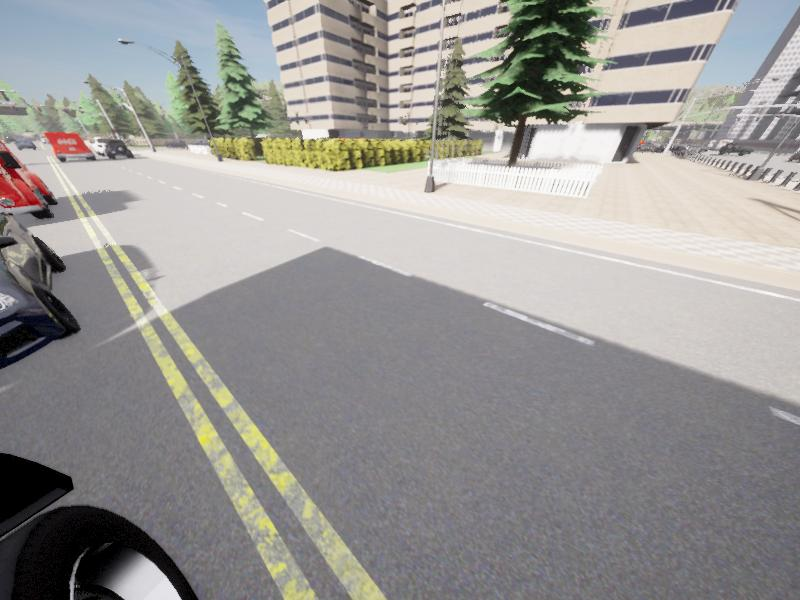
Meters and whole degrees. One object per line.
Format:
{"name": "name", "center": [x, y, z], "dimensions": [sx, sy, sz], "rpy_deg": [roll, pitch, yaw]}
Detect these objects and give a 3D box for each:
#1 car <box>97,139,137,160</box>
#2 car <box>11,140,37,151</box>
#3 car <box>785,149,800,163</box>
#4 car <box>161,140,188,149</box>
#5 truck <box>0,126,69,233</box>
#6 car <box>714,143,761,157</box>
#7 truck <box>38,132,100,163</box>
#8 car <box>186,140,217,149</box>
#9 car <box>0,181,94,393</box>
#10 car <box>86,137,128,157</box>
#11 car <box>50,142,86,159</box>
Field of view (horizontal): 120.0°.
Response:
{"name": "car", "center": [-32.911, -17.542, 26.858], "dimensions": [3.866, 1.878, 1.905], "rpy_deg": [24, 42, 30]}
{"name": "car", "center": [-64.601, -26.630, 39.762], "dimensions": [4.193, 1.474, 1.816], "rpy_deg": [24, 42, 30]}
{"name": "car", "center": [51.780, -18.079, 29.063], "dimensions": [1.812, 1.442, 4.674], "rpy_deg": [24, 42, 30]}
{"name": "car", "center": [-49.057, -34.015, 50.401], "dimensions": [1.845, 1.501, 3.633], "rpy_deg": [24, 42, 30]}
{"name": "truck", "center": [-13.285, -3.797, 7.022], "dimensions": [5.204, 2.467, 2.627], "rpy_deg": [24, 42, 30]}
{"name": "car", "center": [58.355, -26.061, 40.046], "dimensions": [3.866, 1.878, 1.905], "rpy_deg": [24, 41, 29]}
{"name": "truck", "center": [-34.325, -15.874, 23.963], "dimensions": [5.204, 2.467, 2.627], "rpy_deg": [24, 41, 30]}
{"name": "car", "center": [-43.917, -34.490, 51.169], "dimensions": [2.242, 1.667, 4.611], "rpy_deg": [24, 42, 30]}
{"name": "car", "center": [-6.352, -0.320, 2.852], "dimensions": [4.611, 1.667, 2.242], "rpy_deg": [24, 42, 30]}
{"name": "car", "center": [-38.499, -20.134, 30.346], "dimensions": [5.566, 2.045, 2.150], "rpy_deg": [24, 42, 30]}
{"name": "car", "center": [-39.469, -17.815, 27.481], "dimensions": [3.633, 1.501, 1.845], "rpy_deg": [24, 42, 30]}
